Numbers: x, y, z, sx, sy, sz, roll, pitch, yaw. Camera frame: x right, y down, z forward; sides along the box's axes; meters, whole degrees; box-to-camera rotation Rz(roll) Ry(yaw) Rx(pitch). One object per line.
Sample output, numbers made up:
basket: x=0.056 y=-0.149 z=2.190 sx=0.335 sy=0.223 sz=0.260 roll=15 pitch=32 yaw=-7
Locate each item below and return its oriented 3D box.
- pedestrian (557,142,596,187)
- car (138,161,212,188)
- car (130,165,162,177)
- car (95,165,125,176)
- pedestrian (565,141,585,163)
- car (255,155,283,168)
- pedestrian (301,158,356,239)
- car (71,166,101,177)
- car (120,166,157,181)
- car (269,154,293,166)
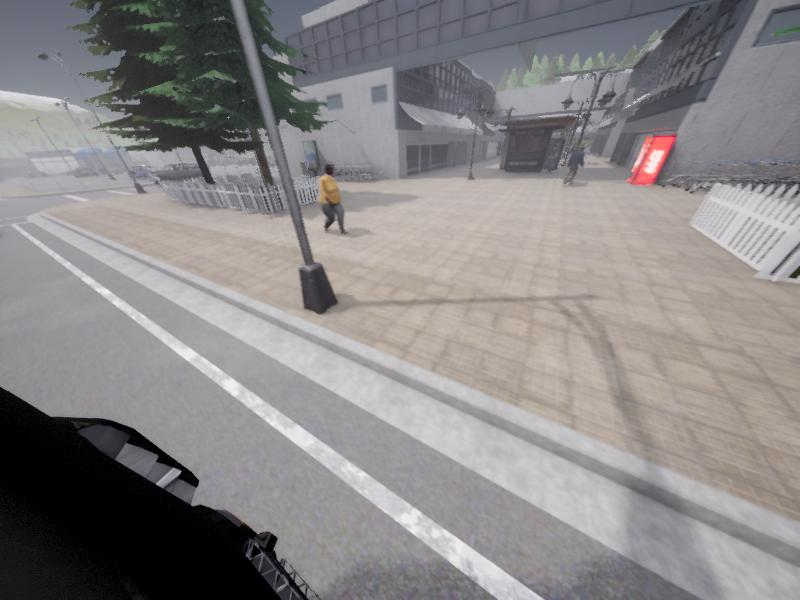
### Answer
pedestrian: x=8.774 y=-6.756 z=11.574 sx=0.751 sy=1.860 sz=0.751 roll=-12 pitch=34 yaw=-13
car: x=-22.334 y=-12.675 z=23.179 sx=1.932 sy=1.855 sz=4.605 roll=16 pitch=38 yaw=26
car: x=-38.785 y=-19.769 z=35.333 sx=3.806 sy=1.475 sz=1.970 roll=16 pitch=38 yaw=26
car: x=-54.801 y=-24.538 z=43.650 sx=5.027 sy=1.636 sz=2.152 roll=16 pitch=38 yaw=26
pedestrian: x=17.332 y=-14.691 z=22.965 sx=0.751 sy=1.860 sz=0.751 roll=-7 pitch=33 yaw=-7
car: x=-24.394 y=-25.769 z=42.921 sx=4.605 sy=1.855 sz=1.932 roll=16 pitch=38 yaw=26
pedestrian: x=-1.852 y=-2.706 z=6.231 sx=0.751 sy=1.860 sz=0.751 roll=14 pitch=37 yaw=23
car: x=-56.341 y=-22.980 z=41.404 sx=4.514 sy=1.523 sz=2.007 roll=16 pitch=38 yaw=26
car: x=-33.896 y=-16.468 z=29.934 sx=3.633 sy=1.501 sz=1.845 roll=16 pitch=38 yaw=26
car: x=-23.281 y=-27.312 z=45.156 sx=3.866 sy=1.878 sz=1.905 roll=16 pitch=38 yaw=26
